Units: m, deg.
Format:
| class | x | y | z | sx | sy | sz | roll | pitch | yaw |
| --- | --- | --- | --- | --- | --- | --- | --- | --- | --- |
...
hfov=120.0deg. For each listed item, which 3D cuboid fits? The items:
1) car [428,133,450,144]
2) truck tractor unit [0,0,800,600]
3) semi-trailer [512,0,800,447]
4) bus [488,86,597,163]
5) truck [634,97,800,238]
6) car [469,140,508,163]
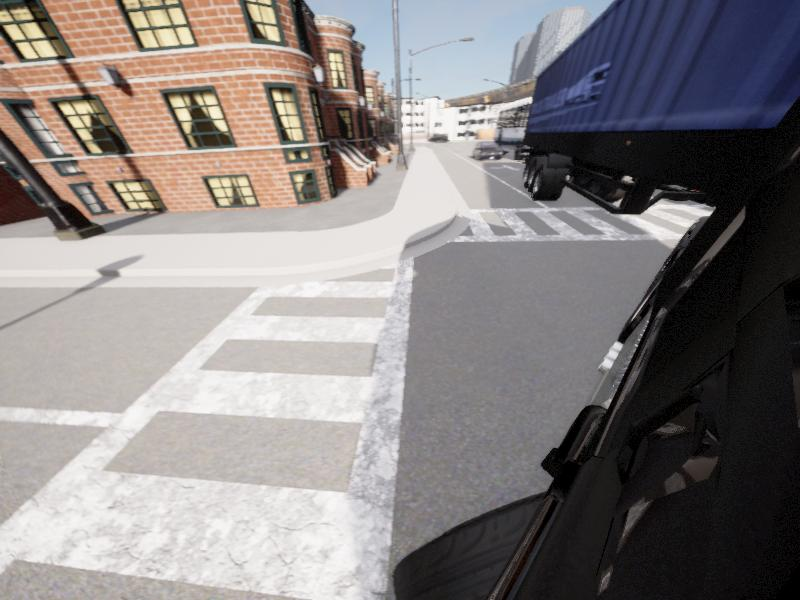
| class | x | y | z | sx | sy | sz | roll | pitch | yaw |
| --- | --- | --- | --- | --- | --- | --- | --- | --- | --- |
| car | 10.477 | -43.580 | 62.354 | 5.566 | 2.045 | 2.150 | 23 | 43 | 32 |
| truck tractor unit | 2.645 | -0.295 | 0.351 | 6.516 | 4.208 | 3.053 | -28 | 44 | -30 |
| semi-trailer | 5.695 | -4.582 | 5.938 | 2.717 | 4.402 | 14.254 | 7 | 37 | 14 |
| bus | 11.482 | -15.381 | 20.781 | 3.944 | 4.253 | 10.273 | 0 | 36 | 5 |
| truck | 9.999 | -3.584 | 5.891 | 2.627 | 2.467 | 5.204 | 0 | 35 | 5 |
| car | 7.870 | -13.718 | 21.210 | 2.033 | 1.411 | 5.357 | 0 | 36 | 5 |
